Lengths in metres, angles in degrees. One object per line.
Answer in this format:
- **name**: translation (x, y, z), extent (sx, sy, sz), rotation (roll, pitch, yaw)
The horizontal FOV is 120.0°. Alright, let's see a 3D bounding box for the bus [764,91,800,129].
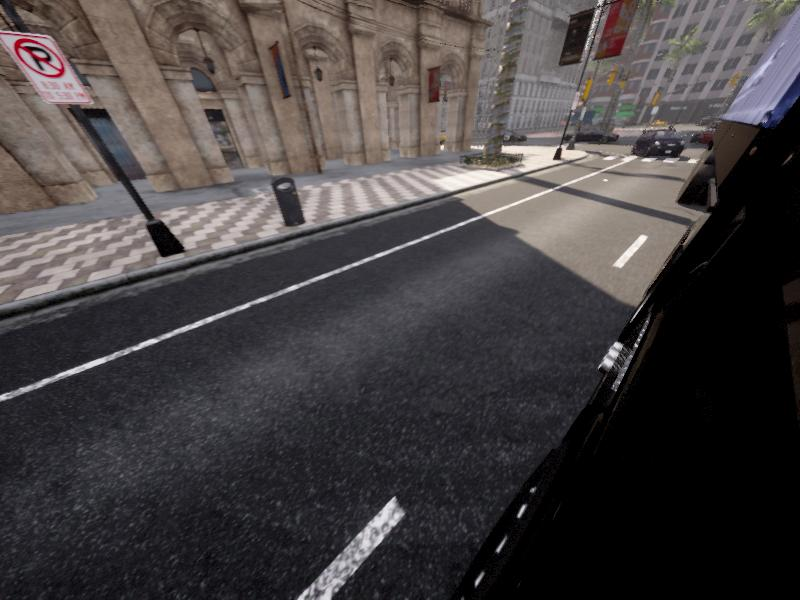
- **bus**: translation (58.345, -26.256, 31.706), extent (3.944, 4.253, 10.273), rotation (16, 40, 22)

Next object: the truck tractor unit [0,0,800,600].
- **truck tractor unit**: translation (2.645, -0.295, 0.351), extent (6.516, 4.208, 3.053), rotation (-28, 44, -30)

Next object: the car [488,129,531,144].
- **car**: translation (15.275, -22.993, 32.511), extent (2.038, 1.542, 4.974), rotation (-28, 43, -30)

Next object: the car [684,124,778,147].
- **car**: translation (27.591, -13.942, 19.547), extent (1.994, 1.385, 4.181), rotation (-1, 37, 3)

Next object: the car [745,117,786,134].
- **car**: translation (44.714, -21.397, 28.380), extent (4.792, 1.488, 2.163), rotation (-29, 44, -31)

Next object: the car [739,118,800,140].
- **car**: translation (35.700, -16.211, 21.930), extent (3.633, 1.501, 1.845), rotation (-4, 37, -1)

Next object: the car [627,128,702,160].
- **car**: translation (16.971, -10.224, 15.100), extent (1.845, 1.501, 3.633), rotation (14, 39, 21)

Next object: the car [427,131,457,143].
- **car**: translation (7.248, -28.459, 40.421), extent (1.801, 1.575, 5.366), rotation (-28, 43, -30)

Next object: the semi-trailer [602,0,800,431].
- **semi-trailer**: translation (8.465, -3.743, 4.460), extent (14.254, 4.402, 2.717), rotation (-31, 45, -32)

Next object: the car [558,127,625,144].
- **car**: translation (21.688, -18.727, 26.410), extent (2.033, 1.411, 5.357), rotation (-30, 44, -32)
